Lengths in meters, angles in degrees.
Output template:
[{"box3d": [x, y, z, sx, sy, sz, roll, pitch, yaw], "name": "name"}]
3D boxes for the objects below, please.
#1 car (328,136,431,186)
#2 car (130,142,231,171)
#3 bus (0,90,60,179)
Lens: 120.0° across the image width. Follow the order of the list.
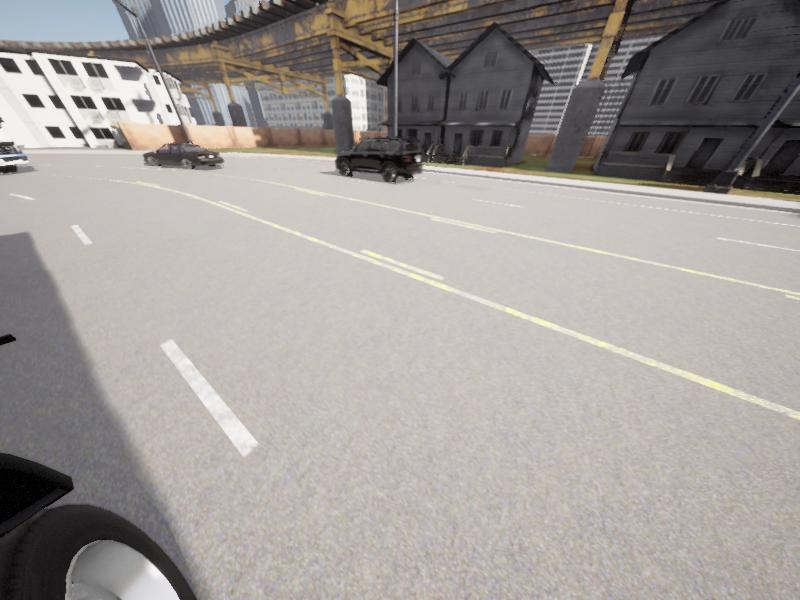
[{"box3d": [-1.257, -8.270, 13.517, 5.566, 2.045, 2.150, 22, 40, 26], "name": "car"}, {"box3d": [-15.007, -9.960, 15.946, 5.357, 1.411, 2.033, 10, 37, 12], "name": "car"}, {"box3d": [-25.048, -7.925, 10.335, 10.273, 4.253, 3.944, -3, 35, -7], "name": "bus"}]
